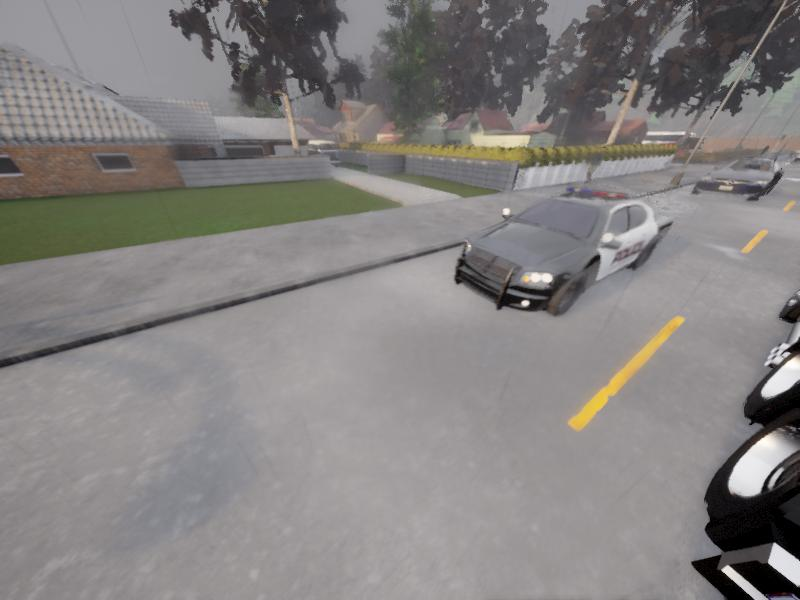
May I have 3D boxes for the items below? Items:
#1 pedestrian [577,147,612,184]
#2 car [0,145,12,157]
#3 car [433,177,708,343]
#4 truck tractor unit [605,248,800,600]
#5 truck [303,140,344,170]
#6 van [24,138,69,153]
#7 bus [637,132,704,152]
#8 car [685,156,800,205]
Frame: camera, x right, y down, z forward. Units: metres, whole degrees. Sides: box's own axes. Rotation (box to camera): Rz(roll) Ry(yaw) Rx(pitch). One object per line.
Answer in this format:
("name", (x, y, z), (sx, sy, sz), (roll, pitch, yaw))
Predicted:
("pedestrian", (11.639, -8.049, 13.864), (0.751, 1.860, 0.751), (-19, 39, -26))
("car", (-62.494, -22.579, 35.043), (1.994, 1.385, 4.181), (-19, 39, -25))
("car", (3.311, -1.282, 4.551), (4.974, 1.542, 2.038), (-19, 39, -26))
("truck tractor unit", (5.080, -0.331, 0.824), (6.516, 4.208, 3.053), (-19, 39, -25))
("truck", (-7.054, -13.410, 21.219), (2.069, 2.038, 4.478), (-19, 39, -26))
("van", (-71.825, -31.623, 47.113), (2.351, 2.431, 6.366), (-19, 39, -26))
("bus", (71.800, -42.255, 61.754), (3.944, 4.253, 10.273), (-19, 39, -26))
("car", (17.160, -6.134, 11.567), (5.027, 1.651, 2.152), (-19, 39, -25))
